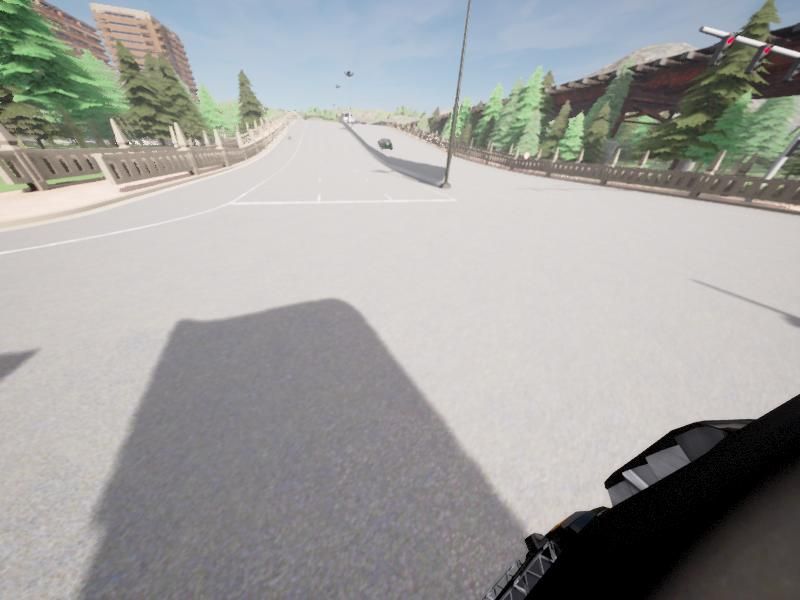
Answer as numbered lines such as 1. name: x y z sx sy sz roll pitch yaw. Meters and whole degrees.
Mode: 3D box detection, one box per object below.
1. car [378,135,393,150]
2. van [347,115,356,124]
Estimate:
1. car: -2.901 -30.752 45.134 2.097 1.767 4.553 -7 42 -14
2. van: -18.952 -70.390 90.185 2.351 2.431 6.366 -7 38 -14
